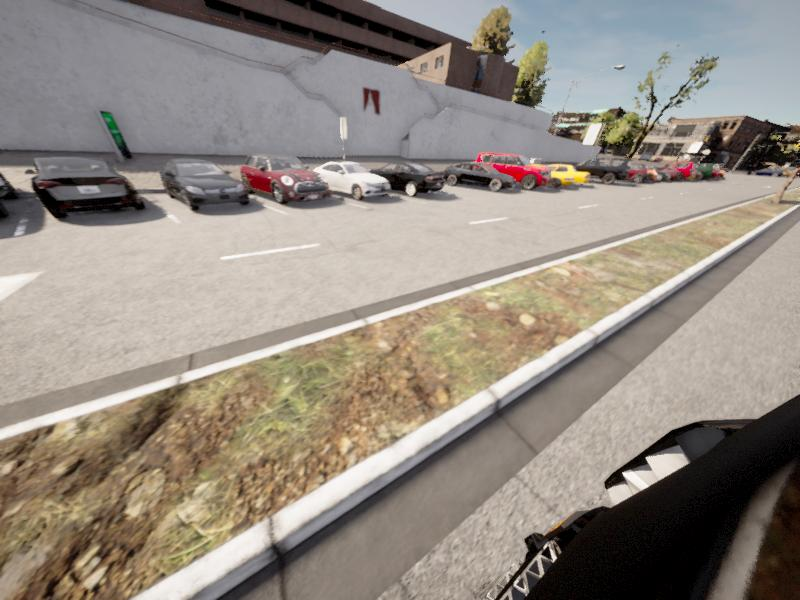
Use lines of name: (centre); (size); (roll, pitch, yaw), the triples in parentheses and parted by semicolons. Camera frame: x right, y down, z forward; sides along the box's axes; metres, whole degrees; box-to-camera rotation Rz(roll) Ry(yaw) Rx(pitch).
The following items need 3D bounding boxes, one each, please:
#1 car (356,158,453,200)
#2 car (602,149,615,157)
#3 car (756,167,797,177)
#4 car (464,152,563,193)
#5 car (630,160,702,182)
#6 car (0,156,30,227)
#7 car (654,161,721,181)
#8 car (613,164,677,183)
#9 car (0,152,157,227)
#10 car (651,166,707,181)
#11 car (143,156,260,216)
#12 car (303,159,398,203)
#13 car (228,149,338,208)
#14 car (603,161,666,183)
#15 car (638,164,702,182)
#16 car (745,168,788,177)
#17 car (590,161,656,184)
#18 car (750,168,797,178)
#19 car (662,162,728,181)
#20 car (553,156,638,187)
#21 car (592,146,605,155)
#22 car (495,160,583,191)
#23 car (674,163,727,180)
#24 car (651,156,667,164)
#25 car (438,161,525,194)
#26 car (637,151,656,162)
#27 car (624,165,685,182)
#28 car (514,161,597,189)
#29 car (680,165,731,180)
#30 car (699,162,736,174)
car: (0.064, -6.856, 12.821); (5.008, 1.535, 2.097); (26, 40, 32)
car: (61.208, -43.146, 67.748); (2.231, 1.521, 4.892); (32, 42, 28)
car: (88.804, -30.281, 54.652); (2.185, 1.767, 4.553); (-26, 42, -37)
car: (7.887, -9.304, 16.596); (5.566, 2.045, 2.435); (26, 40, 32)
car: (33.798, -16.684, 29.747); (5.566, 2.045, 2.435); (26, 40, 31)
car: (-12.940, -3.377, 6.146); (5.566, 2.045, 2.435); (26, 40, 31)
car: (41.606, -18.859, 33.691); (5.566, 2.045, 2.435); (26, 40, 32)
car: (28.618, -15.009, 27.243); (4.892, 1.521, 2.231); (26, 39, 32)
car: (-10.357, -3.875, 7.614); (4.792, 1.488, 2.163); (26, 40, 32)
car: (39.012, -17.879, 32.520); (4.674, 1.452, 2.002); (26, 40, 32)
car: (-7.729, -4.595, 8.928); (4.674, 1.452, 2.002); (26, 39, 32)
car: (-2.538, -6.081, 11.544); (4.674, 1.452, 2.002); (26, 40, 32)
car: (-5.151, -5.487, 10.161); (4.553, 1.767, 2.185); (26, 40, 32)
car: (26.007, -14.394, 25.871); (4.553, 1.767, 2.185); (26, 39, 31)
car: (36.267, -17.262, 31.282); (5.366, 1.575, 1.946); (26, 40, 32)
car: (83.287, -29.062, 52.655); (4.792, 1.488, 2.163); (30, 42, 35)
car: (23.455, -13.634, 24.517); (4.553, 1.767, 2.185); (26, 40, 32)
car: (86.199, -29.507, 53.489); (1.946, 1.575, 5.366); (-26, 43, -38)
car: (44.267, -19.561, 34.975); (5.566, 2.045, 2.435); (26, 39, 32)
car: (18.219, -12.289, 21.851); (5.566, 2.045, 2.435); (26, 40, 32)
car: (59.706, -45.015, 69.531); (1.878, 1.987, 4.442); (32, 42, 27)
car: (10.594, -9.782, 17.952); (5.366, 1.575, 1.946); (26, 40, 32)
car: (46.949, -20.221, 36.243); (4.442, 1.987, 1.878); (26, 39, 32)
car: (67.082, -36.182, 59.806); (2.002, 1.452, 4.674); (32, 42, 28)
car: (5.279, -8.322, 15.440); (4.792, 1.488, 2.163); (26, 40, 32)
car: (65.661, -38.157, 61.641); (2.435, 2.045, 5.566); (32, 42, 28)
car: (31.189, -15.720, 28.581); (4.792, 1.488, 2.163); (26, 40, 32)
car: (12.900, -10.660, 19.451); (5.366, 1.575, 1.946); (26, 40, 32)
car: (49.506, -20.872, 37.627); (4.553, 1.767, 2.185); (27, 40, 32)
car: (65.377, -27.228, 47.656); (1.851, 1.617, 3.988); (-10, 40, -22)
